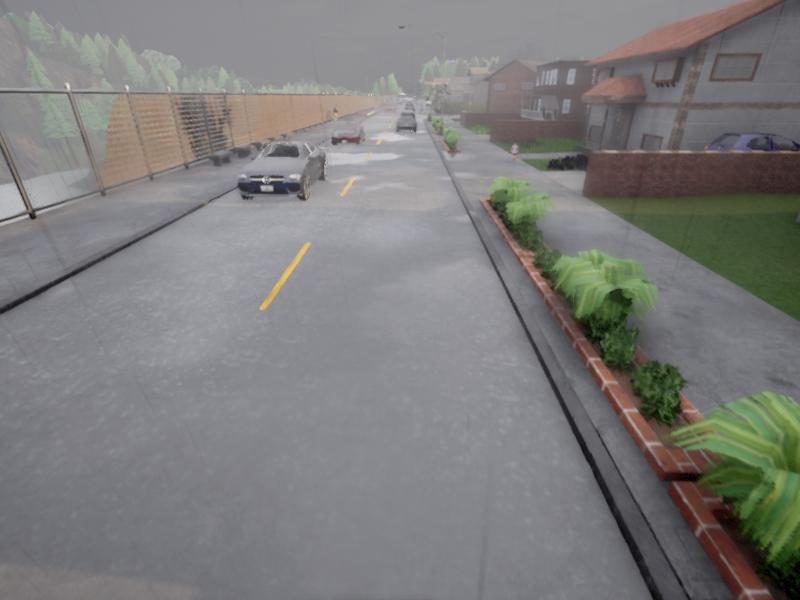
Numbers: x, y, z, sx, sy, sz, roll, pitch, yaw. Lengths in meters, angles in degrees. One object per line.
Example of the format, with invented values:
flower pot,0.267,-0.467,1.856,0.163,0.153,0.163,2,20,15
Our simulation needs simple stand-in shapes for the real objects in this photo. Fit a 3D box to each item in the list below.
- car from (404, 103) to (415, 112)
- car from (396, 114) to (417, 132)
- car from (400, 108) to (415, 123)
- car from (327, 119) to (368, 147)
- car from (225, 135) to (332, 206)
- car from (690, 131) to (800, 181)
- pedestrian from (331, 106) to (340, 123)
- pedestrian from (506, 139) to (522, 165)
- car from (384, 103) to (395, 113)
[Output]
car,2.108,-41.557,86.388,2.242,1.667,4.611,0,27,0
car,0.677,-17.441,39.405,1.994,1.385,4.181,1,27,1
car,1.039,-24.338,52.751,1.882,1.535,5.008,1,27,1
car,-3.616,-11.998,28.609,2.163,1.488,4.792,1,27,1
car,-4.001,-4.799,14.330,2.152,1.651,5.027,1,27,1
car,13.288,-5.319,14.662,3.633,1.501,1.845,1,27,1
pedestrian,-7.827,-22.575,48.667,0.751,1.860,0.751,0,27,1
pedestrian,5.423,-7.032,18.993,0.500,1.100,0.500,1,27,1
car,-2.093,-40.220,83.631,2.097,1.767,4.553,1,27,2
